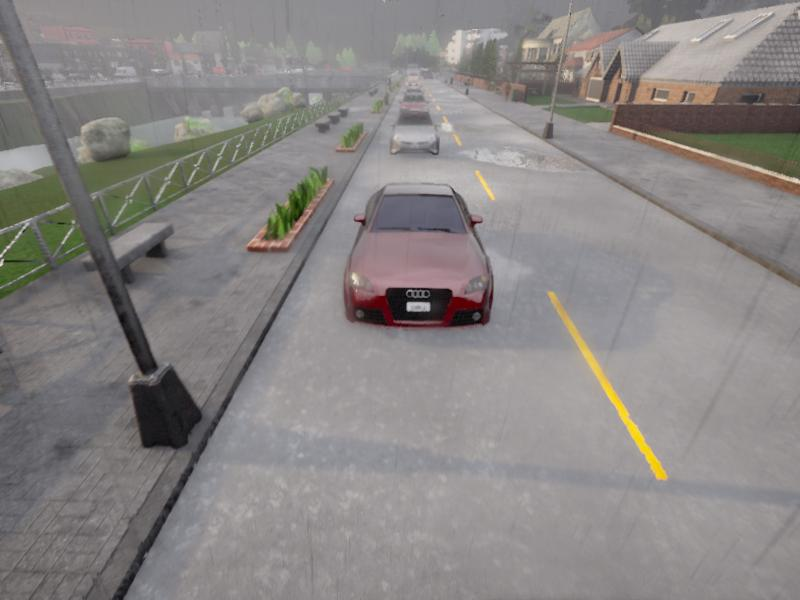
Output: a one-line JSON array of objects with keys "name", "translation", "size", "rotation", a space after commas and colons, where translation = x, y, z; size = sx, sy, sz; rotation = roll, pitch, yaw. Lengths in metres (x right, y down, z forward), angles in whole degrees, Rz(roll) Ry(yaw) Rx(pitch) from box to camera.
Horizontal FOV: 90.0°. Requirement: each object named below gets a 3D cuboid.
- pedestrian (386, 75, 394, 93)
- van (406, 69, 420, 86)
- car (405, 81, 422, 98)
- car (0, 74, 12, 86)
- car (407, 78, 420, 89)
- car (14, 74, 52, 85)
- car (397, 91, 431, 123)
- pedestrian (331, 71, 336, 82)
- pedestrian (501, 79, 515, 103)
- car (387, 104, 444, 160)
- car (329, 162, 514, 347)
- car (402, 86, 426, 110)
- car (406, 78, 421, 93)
[{"name": "pedestrian", "translation": [-1.242, -26.750, 49.530], "size": [0.751, 1.860, 0.751], "rotation": [6, 31, 9]}, {"name": "van", "translation": [2.414, -40.567, 72.814], "size": [2.351, 2.431, 6.366], "rotation": [1, 30, 1]}, {"name": "car", "translation": [1.490, -23.298, 44.241], "size": [1.845, 1.501, 3.633], "rotation": [1, 30, 1]}, {"name": "car", "translation": [-63.636, -33.948, 61.882], "size": [1.930, 1.638, 5.238], "rotation": [1, 30, 1]}, {"name": "car", "translation": [2.043, -33.644, 62.056], "size": [1.994, 1.385, 4.181], "rotation": [0, 30, 0]}, {"name": "car", "translation": [-63.404, -38.182, 69.243], "size": [1.837, 1.490, 4.892], "rotation": [1, 30, 1]}, {"name": "car", "translation": [0.912, -12.709, 26.169], "size": [2.007, 1.525, 4.514], "rotation": [1, 30, 1]}, {"name": "pedestrian", "translation": [-13.011, -43.765, 78.219], "size": [0.751, 1.860, 0.751], "rotation": [1, 30, 1]}, {"name": "pedestrian", "translation": [9.661, -18.760, 35.967], "size": [0.751, 1.860, 0.751], "rotation": [-5, 31, -8]}, {"name": "car", "translation": [0.602, -7.023, 16.465], "size": [2.007, 1.525, 4.514], "rotation": [1, 30, 1]}, {"name": "car", "translation": [0.278, -1.076, 6.472], "size": [1.994, 1.385, 4.181], "rotation": [1, 30, 1]}, {"name": "car", "translation": [1.141, -16.866, 33.314], "size": [1.816, 1.474, 4.193], "rotation": [1, 30, 1]}, {"name": "car", "translation": [1.808, -29.082, 54.102], "size": [1.882, 1.535, 5.008], "rotation": [1, 31, 1]}]
